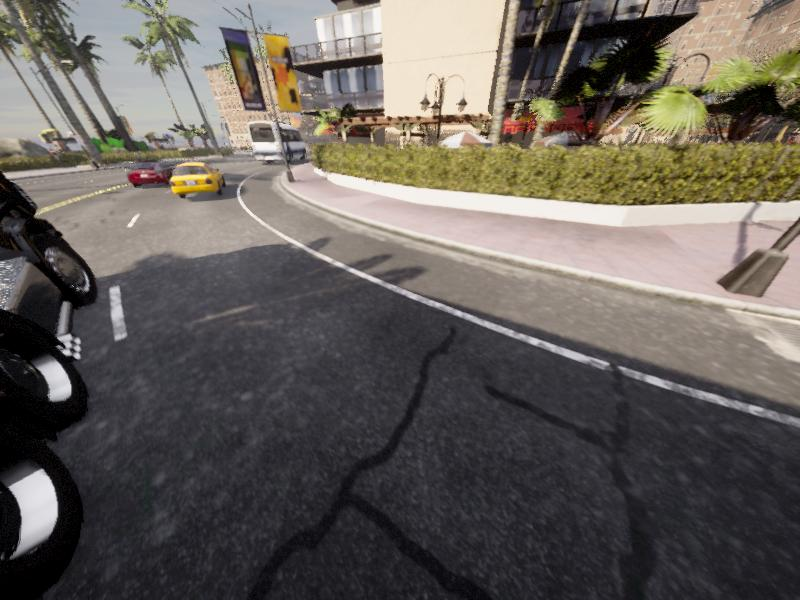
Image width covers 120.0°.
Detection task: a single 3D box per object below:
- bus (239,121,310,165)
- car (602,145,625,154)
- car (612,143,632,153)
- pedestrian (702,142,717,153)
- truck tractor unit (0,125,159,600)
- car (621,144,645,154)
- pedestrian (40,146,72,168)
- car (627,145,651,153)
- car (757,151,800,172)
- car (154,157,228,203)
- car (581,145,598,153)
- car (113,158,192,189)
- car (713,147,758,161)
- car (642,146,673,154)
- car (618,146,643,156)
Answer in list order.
[{"bbox_3d":[-16.175,-21.212,31.330,3.944,4.253,10.273,-1,34,-1],"label":"bus"},{"bbox_3d":[48.107,-34.058,52.293,2.152,1.651,5.027,12,36,18],"label":"car"},{"bbox_3d":[53.595,-36.818,55.799,1.905,1.878,3.866,12,36,18],"label":"car"},{"bbox_3d":[63.956,-31.516,47.735,0.751,1.860,0.751,9,36,14],"label":"pedestrian"},{"bbox_3d":[-4.866,-0.485,1.078,6.516,4.208,3.053,28,44,34],"label":"truck tractor unit"},{"bbox_3d":[51.286,-33.360,51.005,2.033,1.649,4.856,12,36,18],"label":"car"},{"bbox_3d":[-34.666,-14.422,23.330,0.751,1.860,0.751,-6,35,-9],"label":"pedestrian"},{"bbox_3d":[56.973,-36.112,55.115,2.163,1.488,4.792,12,36,17],"label":"car"},{"bbox_3d":[37.263,-12.842,21.381,2.033,1.411,5.357,12,36,18],"label":"car"},{"bbox_3d":[-10.843,-6.659,12.454,1.801,1.575,5.366,-17,38,-23],"label":"car"},{"bbox_3d":[46.423,-37.150,56.628,1.801,1.575,5.366,12,36,18],"label":"car"},{"bbox_3d":[-16.240,-8.624,15.531,1.994,1.385,4.181,-12,36,-17],"label":"car"},{"bbox_3d":[47.332,-20.738,32.759,2.163,1.488,4.792,22,40,29],"label":"car"},{"bbox_3d":[54.057,-31.655,48.700,2.033,1.411,5.357,10,36,14],"label":"car"},{"bbox_3d":[44.612,-28.995,44.888,1.994,1.385,4.181,12,36,18],"label":"car"}]
